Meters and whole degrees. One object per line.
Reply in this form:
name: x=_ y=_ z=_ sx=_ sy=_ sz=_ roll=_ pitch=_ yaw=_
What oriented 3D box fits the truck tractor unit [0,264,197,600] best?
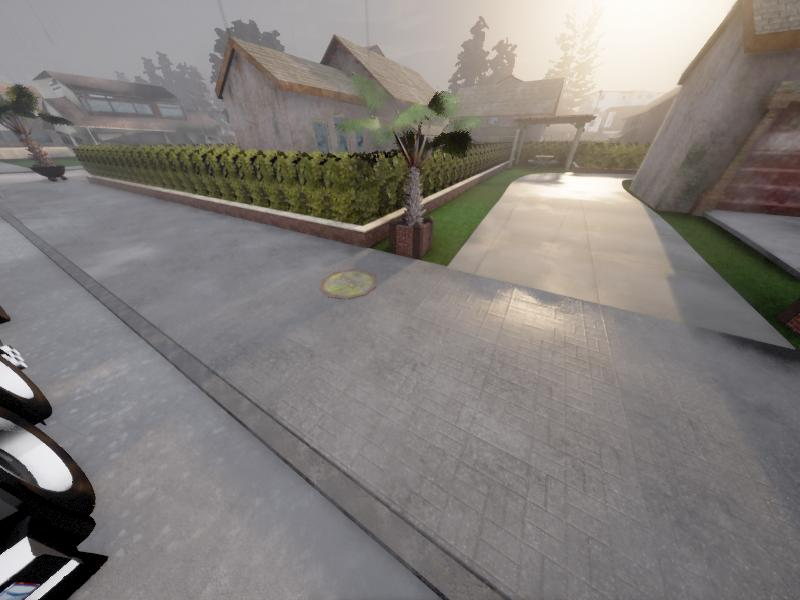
truck tractor unit: x=-5.112 y=-0.300 z=0.780 sx=6.516 sy=4.208 sz=3.053 roll=18 pitch=39 yaw=24
